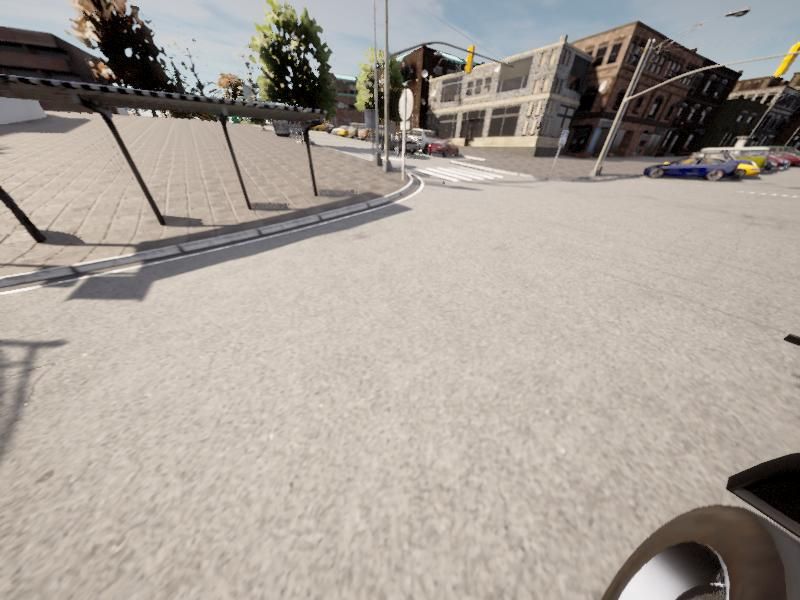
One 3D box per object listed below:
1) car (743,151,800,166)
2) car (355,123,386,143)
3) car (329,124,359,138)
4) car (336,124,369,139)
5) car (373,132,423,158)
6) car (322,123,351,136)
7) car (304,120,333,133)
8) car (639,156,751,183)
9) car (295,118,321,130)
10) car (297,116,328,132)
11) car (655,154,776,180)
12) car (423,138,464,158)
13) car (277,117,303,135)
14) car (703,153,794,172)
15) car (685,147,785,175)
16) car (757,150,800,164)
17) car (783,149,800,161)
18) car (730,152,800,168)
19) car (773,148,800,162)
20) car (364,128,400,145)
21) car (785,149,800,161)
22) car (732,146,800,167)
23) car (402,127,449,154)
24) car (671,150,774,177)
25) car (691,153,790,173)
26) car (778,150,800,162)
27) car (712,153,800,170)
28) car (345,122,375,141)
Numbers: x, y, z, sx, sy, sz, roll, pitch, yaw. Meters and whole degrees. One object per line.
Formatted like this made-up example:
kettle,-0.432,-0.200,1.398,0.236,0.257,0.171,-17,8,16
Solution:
car,48.267,-18.000,29.248,5.008,1.535,2.097,26,41,35
car,-4.153,-23.711,32.864,1.878,1.987,4.442,26,41,25
car,-9.303,-28.353,38.796,2.002,1.452,4.674,26,41,24
car,-7.467,-26.871,37.001,1.946,1.575,5.366,26,41,25
car,-0.342,-14.621,21.723,2.128,1.511,4.902,-20,44,-30
car,-11.050,-29.950,40.686,2.002,1.452,4.674,26,41,25
car,-16.171,-34.839,46.437,1.946,1.575,5.366,25,41,24
car,21.698,-9.960,17.435,4.792,1.488,2.163,24,41,32
car,-19.826,-38.026,49.981,2.185,1.767,4.553,25,40,24
car,-18.027,-36.529,48.020,2.435,2.045,5.566,26,41,24
car,24.505,-10.679,18.421,5.366,1.575,1.946,24,40,33
car,4.533,-15.564,23.634,2.002,1.452,4.674,26,41,25
car,-16.021,-25.306,33.568,1.932,1.855,4.605,-20,44,-30
car,34.901,-14.016,23.436,4.674,1.452,2.002,25,41,34
car,29.701,-12.564,20.812,4.442,1.987,1.878,25,40,33
car,53.673,-19.509,31.473,5.008,1.535,2.097,27,42,36
car,64.568,-22.445,35.803,5.008,1.535,2.097,28,42,37
car,42.894,-16.409,26.971,4.674,1.452,2.002,26,42,35
car,59.121,-21.085,33.574,4.553,1.767,2.185,27,43,36
car,-2.388,-21.983,31.182,2.231,1.521,4.892,26,41,25
car,67.170,-23.224,36.952,1.946,1.575,5.366,-29,42,-36
car,45.599,-17.428,27.955,5.566,2.045,2.435,26,41,35
car,2.837,-17.406,25.371,2.435,2.045,5.566,26,41,25
car,26.959,-11.698,19.716,4.553,1.767,2.185,24,40,33
car,32.249,-13.240,22.220,4.892,1.521,2.231,25,41,34
car,61.845,-21.713,34.725,4.892,1.521,2.231,28,43,36
car,37.557,-14.827,24.634,4.674,1.452,2.002,25,41,34
car,-5.887,-25.312,34.761,1.878,1.987,4.442,26,41,25
